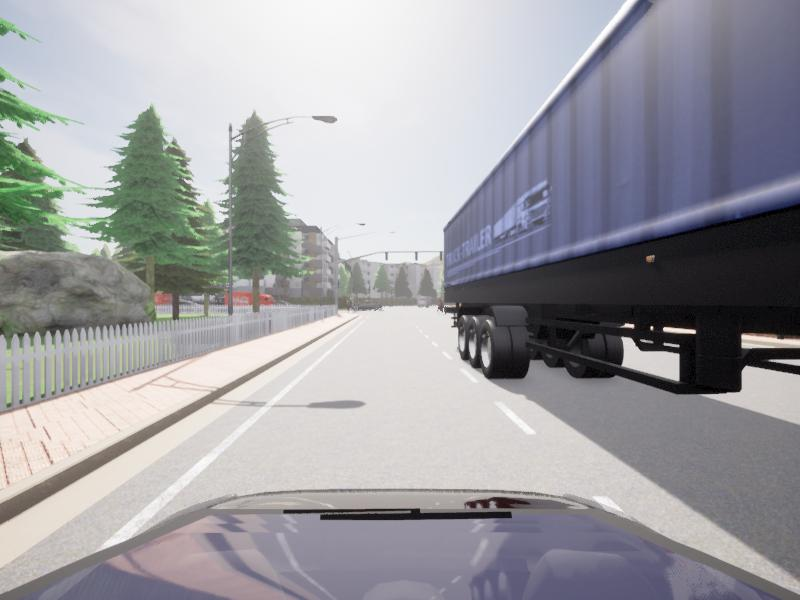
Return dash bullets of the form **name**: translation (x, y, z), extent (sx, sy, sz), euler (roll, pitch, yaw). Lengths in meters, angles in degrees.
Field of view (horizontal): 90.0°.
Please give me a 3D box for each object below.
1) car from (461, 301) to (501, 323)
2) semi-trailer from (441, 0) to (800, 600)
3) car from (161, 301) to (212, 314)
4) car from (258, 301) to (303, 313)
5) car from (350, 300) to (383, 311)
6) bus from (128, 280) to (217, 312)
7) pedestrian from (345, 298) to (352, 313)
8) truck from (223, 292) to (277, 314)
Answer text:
- **car**: translation (6.005, 0.823, 30.287), extent (1.882, 1.535, 5.008), euler (0, 0, -2)
- **semi-trailer**: translation (3.062, -0.618, 6.800), extent (2.717, 4.402, 14.254), euler (0, 0, -2)
- **car**: translation (-24.545, 0.845, 46.090), extent (4.892, 1.490, 1.837), euler (0, 0, 0)
- **car**: translation (-14.752, 0.837, 49.654), extent (4.902, 1.511, 2.128), euler (0, 0, 0)
- **car**: translation (-4.724, 0.829, 56.720), extent (4.514, 1.525, 2.007), euler (0, 0, 0)
- **bus**: translation (-31.880, -0.531, 56.422), extent (10.273, 4.253, 3.944), euler (0, 0, 0)
- **pedestrian**: translation (-6.238, 0.638, 48.906), extent (0.751, 1.860, 0.751), euler (0, 0, 0)
- **truck**: translation (-17.188, 0.357, 46.139), extent (5.204, 2.467, 2.627), euler (0, 0, 0)
